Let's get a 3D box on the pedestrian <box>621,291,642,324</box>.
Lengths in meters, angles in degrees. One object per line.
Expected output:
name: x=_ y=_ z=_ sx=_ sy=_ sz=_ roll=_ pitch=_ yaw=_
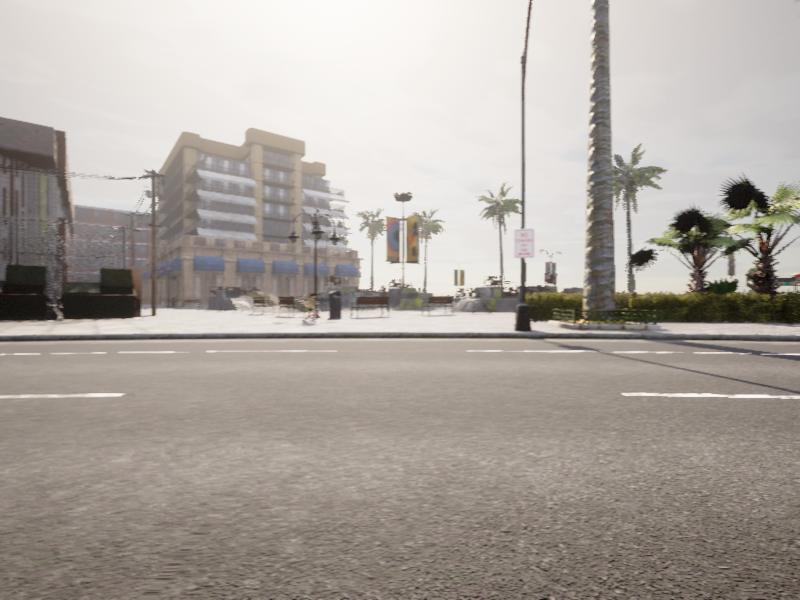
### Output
pedestrian: x=8.011 y=0.248 z=13.860 sx=0.500 sy=1.100 sz=0.500 roll=0 pitch=0 yaw=16

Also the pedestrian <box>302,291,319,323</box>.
pedestrian: x=-3.108 y=0.252 z=13.973 sx=0.500 sy=1.100 sz=0.500 roll=0 pitch=0 yaw=-2
